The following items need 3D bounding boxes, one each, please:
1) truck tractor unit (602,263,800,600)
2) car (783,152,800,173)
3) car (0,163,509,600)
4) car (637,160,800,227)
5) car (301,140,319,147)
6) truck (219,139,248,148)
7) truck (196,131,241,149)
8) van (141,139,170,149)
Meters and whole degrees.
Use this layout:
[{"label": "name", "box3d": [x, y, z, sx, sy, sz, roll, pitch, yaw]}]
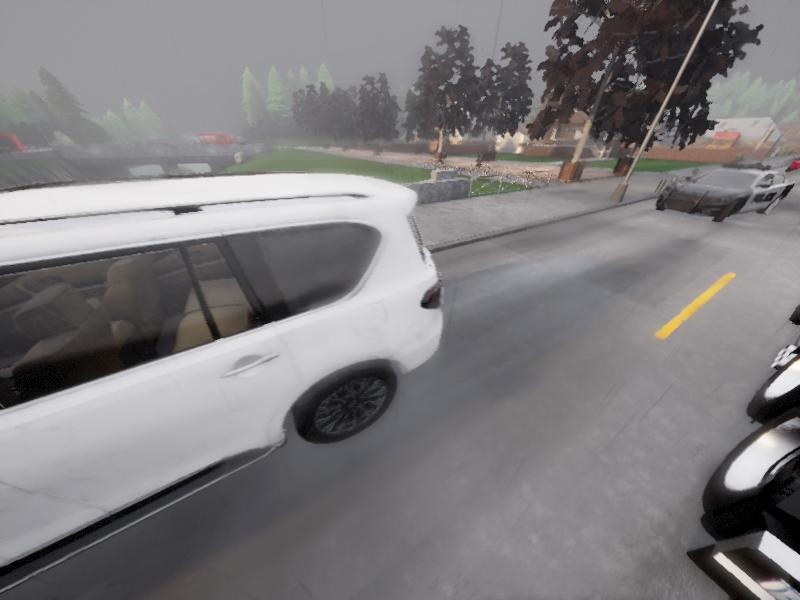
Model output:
[{"label": "truck tractor unit", "box3d": [5.110, -0.302, 0.789, 6.516, 4.208, 3.053, -18, 39, -24]}, {"label": "car", "box3d": [37.519, -12.612, 20.643, 5.566, 2.045, 2.150, -18, 39, -24]}, {"label": "car", "box3d": [-2.230, 0.334, 1.717, 5.566, 2.045, 2.150, -18, 39, -25]}, {"label": "car", "box3d": [12.013, -4.080, 8.529, 5.238, 1.638, 1.930, -12, 37, -17]}, {"label": "car", "box3d": [-29.061, -50.483, 74.669, 4.605, 1.855, 1.932, -18, 39, -24]}, {"label": "truck", "box3d": [-47.306, -44.626, 65.902, 6.274, 2.098, 2.390, -18, 39, -24]}, {"label": "truck", "box3d": [-47.869, -42.508, 61.341, 8.468, 3.827, 2.891, -18, 39, -24]}, {"label": "van", "box3d": [-62.113, -39.748, 58.873, 4.442, 1.987, 1.775, -18, 39, -24]}]
